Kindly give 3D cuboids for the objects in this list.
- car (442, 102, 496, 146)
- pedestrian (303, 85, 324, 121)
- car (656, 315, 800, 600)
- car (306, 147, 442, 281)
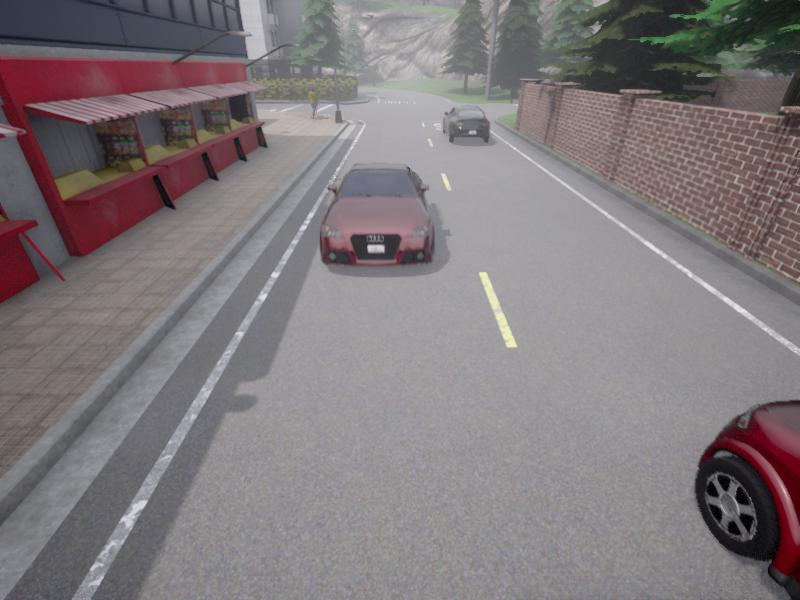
[{"bbox_3d":[3.151,-8.565,19.245,1.812,1.442,4.674,0,30,0],"label":"car"},{"bbox_3d":[-5.233,-11.893,24.176,0.751,1.860,0.751,21,37,32],"label":"pedestrian"},{"bbox_3d":[3.151,1.714,1.544,1.789,1.549,3.705,0,31,0],"label":"car"},{"bbox_3d":[-0.408,-1.977,8.039,1.994,1.385,4.181,0,30,-1],"label":"car"}]
